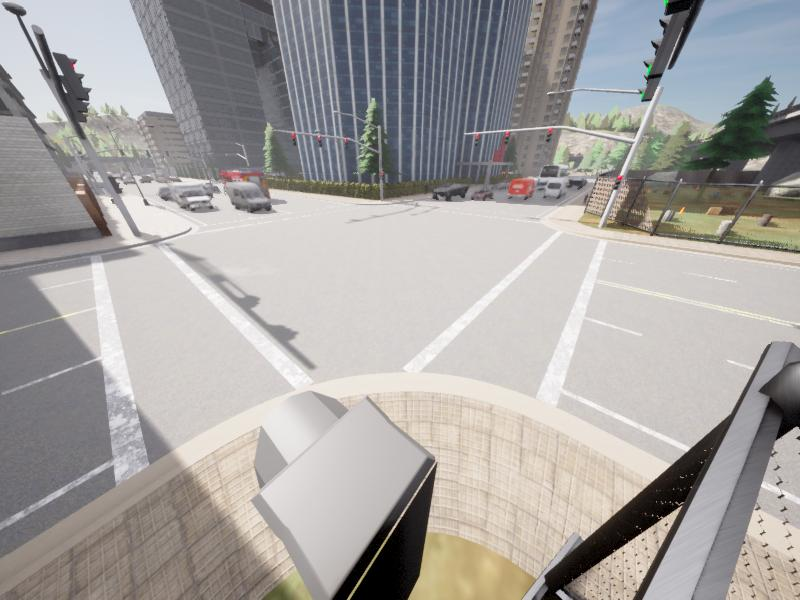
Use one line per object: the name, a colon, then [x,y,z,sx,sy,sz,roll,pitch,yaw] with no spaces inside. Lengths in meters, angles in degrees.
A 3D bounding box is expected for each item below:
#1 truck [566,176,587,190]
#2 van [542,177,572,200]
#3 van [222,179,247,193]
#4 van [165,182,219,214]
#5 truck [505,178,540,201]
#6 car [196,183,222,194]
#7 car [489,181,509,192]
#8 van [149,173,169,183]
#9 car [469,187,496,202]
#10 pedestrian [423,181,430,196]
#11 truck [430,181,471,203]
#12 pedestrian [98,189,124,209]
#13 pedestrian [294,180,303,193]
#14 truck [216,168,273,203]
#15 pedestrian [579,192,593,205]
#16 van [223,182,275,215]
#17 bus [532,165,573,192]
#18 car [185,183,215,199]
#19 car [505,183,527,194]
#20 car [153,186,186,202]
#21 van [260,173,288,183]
truck: [36.373,-24.096,47.537,2.390,2.098,6.274,23,37,34]
van: [22.663,-16.113,33.264,1.988,2.561,5.915,23,37,34]
van: [-30.581,-21.154,42.603,4.480,2.038,2.069,23,37,34]
van: [-22.206,-10.983,24.602,6.366,2.431,2.351,23,37,34]
truck: [17.281,-15.598,32.447,2.627,2.467,5.204,23,37,34]
car: [-34.477,-20.220,41.634,5.357,1.411,2.033,23,37,34]
car: [18.871,-21.550,43.777,1.812,1.442,4.674,23,37,34]
van: [-69.877,-35.451,66.972,6.366,2.431,2.351,23,37,34]
car: [11.113,-14.213,31.038,1.816,1.474,4.193,23,37,34]
pedestrian: [4.013,-16.796,34.772,0.751,1.860,0.751,11,32,18]
truck: [6.942,-14.722,31.293,2.390,2.098,6.274,23,37,34]
pedestrian: [-30.060,-10.550,24.066,0.751,1.860,0.751,-7,31,-12]
pedestrian: [-17.184,-19.174,39.003,0.751,1.860,0.751,22,37,33]
truck: [-21.338,-15.790,31.531,8.468,3.827,2.891,23,37,34]
pedestrian: [20.962,-11.425,26.030,0.751,1.300,0.751,22,36,33]
van: [-15.544,-10.529,23.703,5.915,2.561,1.988,23,37,34]
bus: [29.830,-23.946,45.121,3.944,4.253,10.273,23,37,34]
car: [-29.329,-15.997,33.838,4.605,1.855,1.932,22,37,34]
car: [20.478,-19.752,40.737,1.994,1.385,4.181,23,37,34]
car: [-31.470,-14.505,31.502,4.856,1.649,2.033,23,37,34]
van: [-36.546,-35.633,67.274,2.351,2.431,6.366,22,37,33]
